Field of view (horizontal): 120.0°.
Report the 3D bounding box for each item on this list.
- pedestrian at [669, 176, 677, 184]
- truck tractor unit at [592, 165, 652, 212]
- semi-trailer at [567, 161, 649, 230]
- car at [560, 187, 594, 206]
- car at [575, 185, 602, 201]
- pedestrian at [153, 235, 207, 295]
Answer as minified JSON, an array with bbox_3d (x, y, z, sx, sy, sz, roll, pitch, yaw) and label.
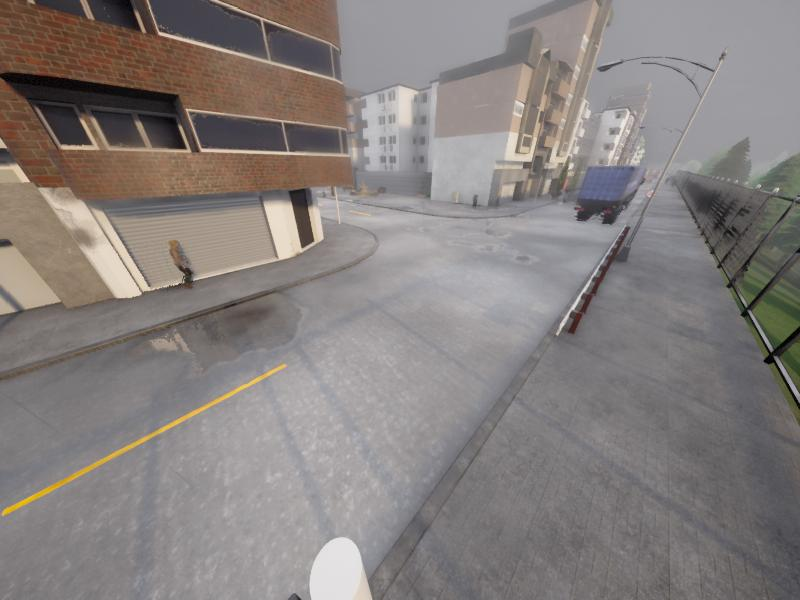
[{"bbox_3d":[74.349,-32.797,62.904,0.751,1.860,0.751,-26,39,-37],"label":"pedestrian"},{"bbox_3d":[25.196,-12.811,26.183,6.516,4.208,3.053,-27,40,-38],"label":"truck tractor unit"},{"bbox_3d":[19.598,-10.099,21.288,14.254,4.402,2.717,-26,39,-38],"label":"semi-trailer"},{"bbox_3d":[22.575,-13.281,29.422,2.097,1.767,4.553,27,39,38],"label":"car"},{"bbox_3d":[27.818,-15.809,34.016,5.366,1.575,1.801,-27,39,-38],"label":"car"},{"bbox_3d":[-7.814,-1.262,8.266,0.751,1.860,0.751,26,39,38],"label":"pedestrian"}]
